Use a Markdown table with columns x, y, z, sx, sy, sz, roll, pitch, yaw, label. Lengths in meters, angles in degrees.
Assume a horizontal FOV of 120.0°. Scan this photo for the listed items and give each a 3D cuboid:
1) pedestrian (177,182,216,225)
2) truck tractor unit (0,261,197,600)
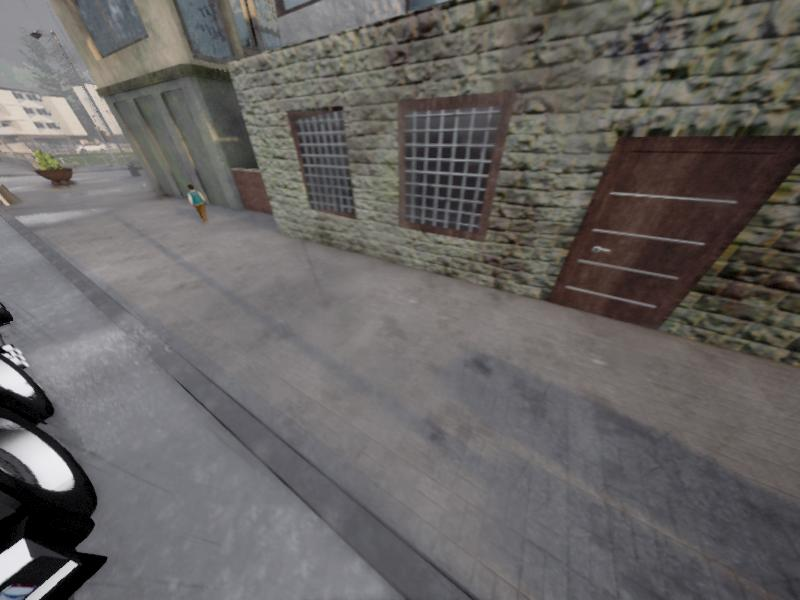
| x | y | z | sx | sy | sz | roll | pitch | yaw | label |
| --- | --- | --- | --- | --- | --- | --- | --- | --- | --- |
| -6.328 | -3.009 | 7.202 | 0.500 | 1.100 | 0.500 | -24 | 41 | -30 | pedestrian |
| -5.112 | -0.299 | 0.786 | 6.516 | 4.208 | 3.053 | 18 | 39 | 24 | truck tractor unit |
